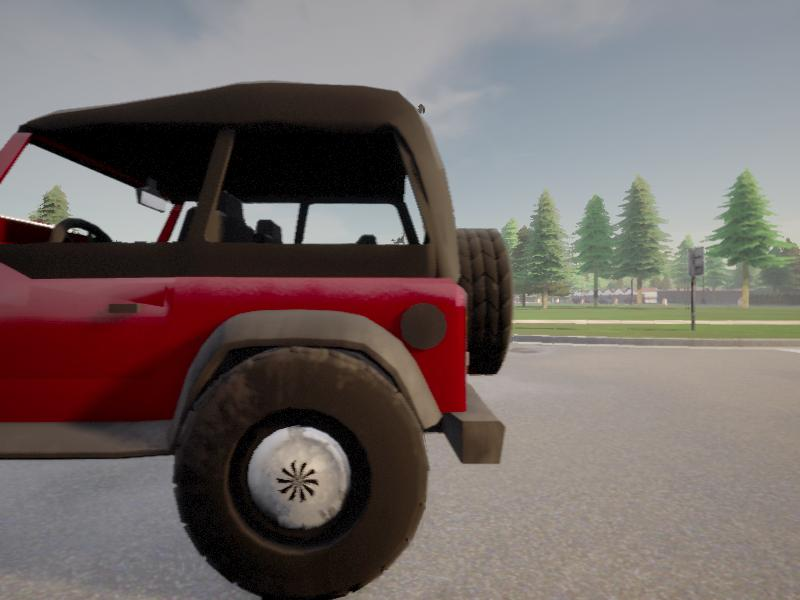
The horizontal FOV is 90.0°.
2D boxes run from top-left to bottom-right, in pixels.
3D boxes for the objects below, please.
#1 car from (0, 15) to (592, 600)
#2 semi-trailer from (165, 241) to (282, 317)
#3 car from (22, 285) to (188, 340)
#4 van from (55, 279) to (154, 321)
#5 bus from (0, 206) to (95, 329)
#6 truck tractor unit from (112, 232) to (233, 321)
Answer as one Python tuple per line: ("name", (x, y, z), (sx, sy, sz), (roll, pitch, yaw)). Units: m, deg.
("car", (-1.337, 0.048, 2.202), (3.866, 1.878, 1.905), (0, 0, 0))
("semi-trailer", (-12.270, -1.210, 30.176), (2.717, 4.402, 14.254), (0, 0, -1))
("car", (-8.562, 0.313, 12.201), (1.994, 1.385, 4.181), (0, 0, 0))
("van", (-15.669, -0.019, 21.584), (2.069, 2.038, 4.480), (0, 0, -1))
("bus", (-15.941, -1.124, 12.715), (3.944, 4.253, 10.273), (0, 0, 6))
("truck tractor unit", (-12.181, -1.107, 22.264), (3.053, 4.208, 6.516), (0, 0, -1))
